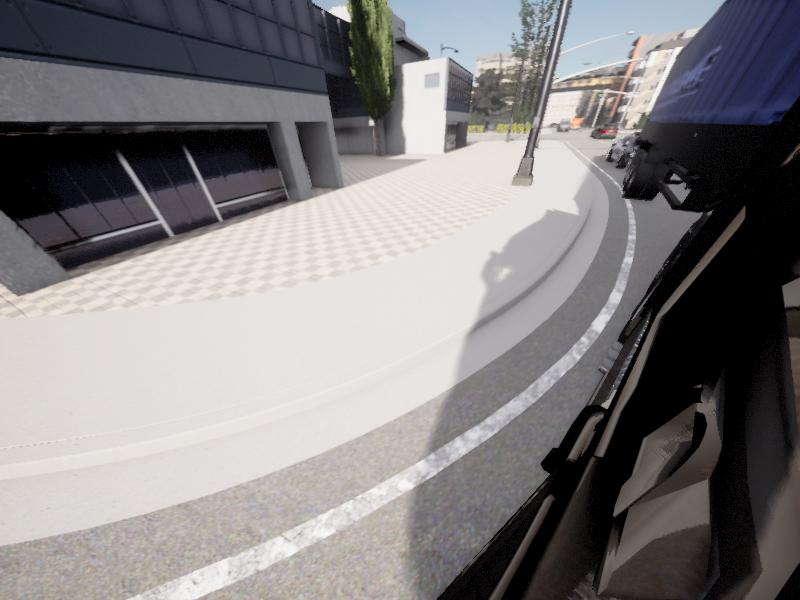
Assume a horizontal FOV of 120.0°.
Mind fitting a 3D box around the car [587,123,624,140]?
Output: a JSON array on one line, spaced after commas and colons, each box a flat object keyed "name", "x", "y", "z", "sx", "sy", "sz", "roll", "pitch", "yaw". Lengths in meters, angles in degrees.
[{"name": "car", "x": 27.692, "y": -22.861, "z": 31.311, "sx": 2.033, "sy": 1.649, "sz": 4.856, "roll": 9, "pitch": 38, "yaw": 15}]

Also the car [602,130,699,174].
[{"name": "car", "x": 12.932, "y": -8.085, "z": 12.435, "sx": 2.038, "sy": 1.542, "sz": 4.974, "roll": 15, "pitch": 40, "yaw": 22}]

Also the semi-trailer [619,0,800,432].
[{"name": "semi-trailer", "x": 7.681, "y": -4.138, "z": 5.033, "sx": 2.717, "sy": 4.402, "sz": 14.254, "roll": 23, "pitch": 44, "yaw": 30}]

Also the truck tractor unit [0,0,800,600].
[{"name": "truck tractor unit", "x": 2.645, "y": -0.295, "z": 0.351, "sx": 6.516, "sy": 4.208, "sz": 3.053, "roll": -28, "pitch": 44, "yaw": -30}]

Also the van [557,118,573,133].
[{"name": "van", "x": 38.609, "y": -40.981, "z": 54.190, "sx": 1.988, "sy": 2.561, "sz": 5.915, "roll": 14, "pitch": 40, "yaw": 22}]

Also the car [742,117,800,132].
[{"name": "car", "x": 52.263, "y": -24.225, "z": 31.858, "sx": 5.366, "sy": 1.575, "sz": 1.801, "roll": 15, "pitch": 40, "yaw": 21}]
